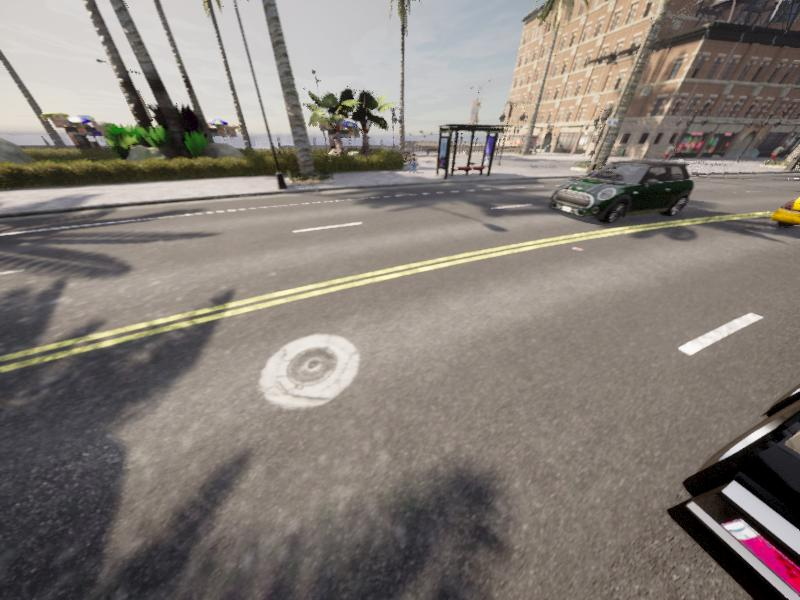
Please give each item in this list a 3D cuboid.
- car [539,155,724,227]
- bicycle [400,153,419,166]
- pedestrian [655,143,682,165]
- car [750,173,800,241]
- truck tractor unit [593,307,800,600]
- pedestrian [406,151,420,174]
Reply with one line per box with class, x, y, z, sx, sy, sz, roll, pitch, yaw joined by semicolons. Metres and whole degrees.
car;7.865;-3.986;8.145;4.553;1.767;2.097;-10;36;-14
bicycle;0.856;-12.679;20.848;1.643;1.024;0.373;-6;36;-9
pedestrian;26.659;-14.542;22.990;0.751;1.860;0.751;-7;36;-10
car;13.792;-2.733;6.622;5.366;1.575;1.801;-9;36;-12
truck tractor unit;5.231;-0.158;0.604;6.516;4.208;3.053;-13;37;-18
pedestrian;0.915;-9.762;16.401;0.751;1.300;0.751;-9;36;-14
